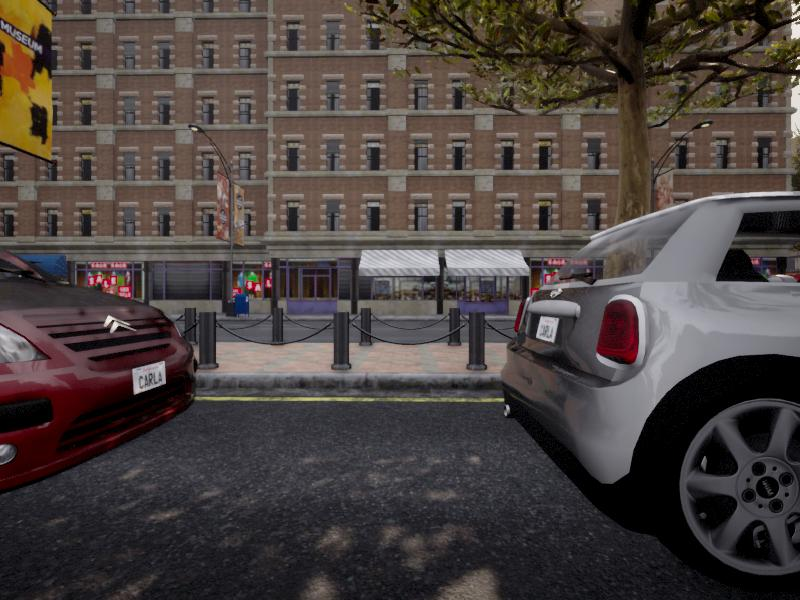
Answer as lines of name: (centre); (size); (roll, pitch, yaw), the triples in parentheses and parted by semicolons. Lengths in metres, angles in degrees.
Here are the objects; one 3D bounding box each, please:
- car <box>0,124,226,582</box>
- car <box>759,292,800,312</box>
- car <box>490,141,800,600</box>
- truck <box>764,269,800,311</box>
car: (-3.390, 0.188, 2.287); (3.988, 1.617, 1.851); (0, 0, 1)
car: (34.548, 0.171, 34.748); (1.930, 1.638, 5.238); (0, 0, 0)
car: (2.600, 0.253, 2.173); (3.806, 1.475, 1.970); (0, 0, 1)
truck: (38.063, -0.920, 36.045); (2.891, 3.827, 8.468); (0, 0, 1)
